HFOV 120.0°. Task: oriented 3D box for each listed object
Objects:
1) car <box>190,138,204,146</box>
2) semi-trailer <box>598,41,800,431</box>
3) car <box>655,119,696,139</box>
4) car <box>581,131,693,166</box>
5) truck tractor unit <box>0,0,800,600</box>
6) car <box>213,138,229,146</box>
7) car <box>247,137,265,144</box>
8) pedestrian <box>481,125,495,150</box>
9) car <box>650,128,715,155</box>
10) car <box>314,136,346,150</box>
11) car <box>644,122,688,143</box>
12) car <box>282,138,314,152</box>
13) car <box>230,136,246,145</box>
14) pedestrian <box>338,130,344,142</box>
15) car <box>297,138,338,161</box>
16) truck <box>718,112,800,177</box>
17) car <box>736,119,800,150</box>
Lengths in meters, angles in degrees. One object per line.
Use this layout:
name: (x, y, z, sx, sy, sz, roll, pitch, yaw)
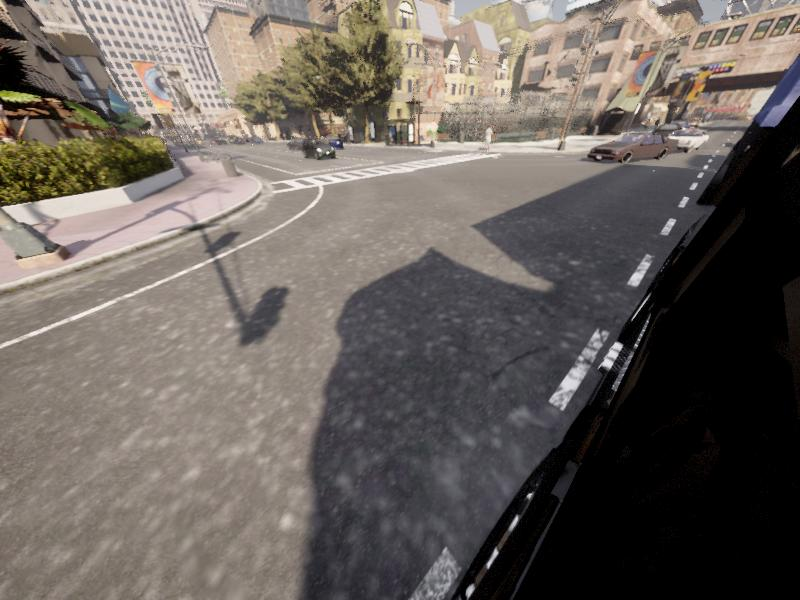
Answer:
car: (-54.109, -42.092, 61.564, 1.801, 1.575, 5.366, -28, 44, -30)
semi-trailer: (8.702, -3.590, 4.241, 14.254, 4.402, 2.717, -28, 44, -30)
car: (33.147, -20.639, 27.803, 4.553, 1.767, 2.185, -28, 44, -30)
car: (14.411, -9.389, 14.180, 5.357, 1.411, 2.033, -13, 38, -13)
truck tractor unit: (2.645, -0.295, 0.351, 6.516, 4.208, 3.053, -28, 44, -30)
car: (-42.364, -37.348, 54.697, 1.994, 1.385, 4.181, -28, 44, -30)
car: (-35.507, -39.295, 56.893, 2.033, 1.411, 5.357, -32, 46, -33)
pedestrian: (7.982, -14.770, 21.040, 0.751, 1.860, 0.751, 2, 37, 6)
car: (20.891, -11.770, 17.073, 4.718, 1.301, 1.895, -24, 42, -26)
car: (-9.735, -21.856, 32.107, 2.163, 1.488, 4.792, -28, 44, -30)
car: (28.326, -17.864, 24.582, 5.008, 1.535, 2.097, -28, 44, -30)
car: (-14.195, -21.602, 32.093, 2.033, 1.411, 5.357, -28, 44, -30)
car: (-39.341, -38.624, 56.032, 2.033, 1.649, 4.856, -28, 44, -30)
pedestrian: (-11.358, -31.732, 44.765, 0.751, 1.860, 0.751, -13, 38, -14)
car: (-7.672, -14.060, 21.483, 1.851, 1.617, 3.988, -28, 44, -30)
truck: (17.970, -7.574, 10.968, 6.274, 2.098, 2.390, -28, 44, -30)
car: (27.726, -12.573, 17.470, 5.238, 1.638, 1.930, -28, 44, -30)
